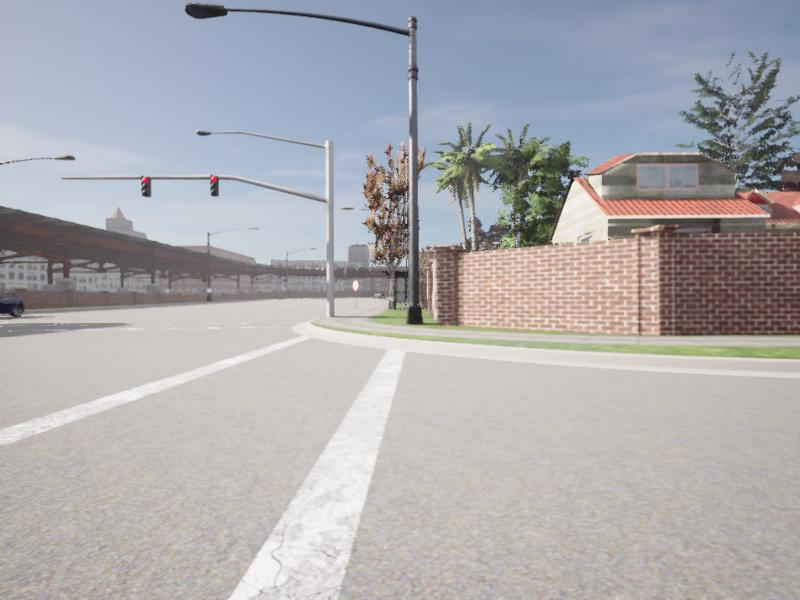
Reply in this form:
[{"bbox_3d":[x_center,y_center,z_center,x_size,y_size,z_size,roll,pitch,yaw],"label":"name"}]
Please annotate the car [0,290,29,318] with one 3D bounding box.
[{"bbox_3d":[-22.046,0.213,20.919,1.845,1.501,3.633,0,1,2],"label":"car"}]
